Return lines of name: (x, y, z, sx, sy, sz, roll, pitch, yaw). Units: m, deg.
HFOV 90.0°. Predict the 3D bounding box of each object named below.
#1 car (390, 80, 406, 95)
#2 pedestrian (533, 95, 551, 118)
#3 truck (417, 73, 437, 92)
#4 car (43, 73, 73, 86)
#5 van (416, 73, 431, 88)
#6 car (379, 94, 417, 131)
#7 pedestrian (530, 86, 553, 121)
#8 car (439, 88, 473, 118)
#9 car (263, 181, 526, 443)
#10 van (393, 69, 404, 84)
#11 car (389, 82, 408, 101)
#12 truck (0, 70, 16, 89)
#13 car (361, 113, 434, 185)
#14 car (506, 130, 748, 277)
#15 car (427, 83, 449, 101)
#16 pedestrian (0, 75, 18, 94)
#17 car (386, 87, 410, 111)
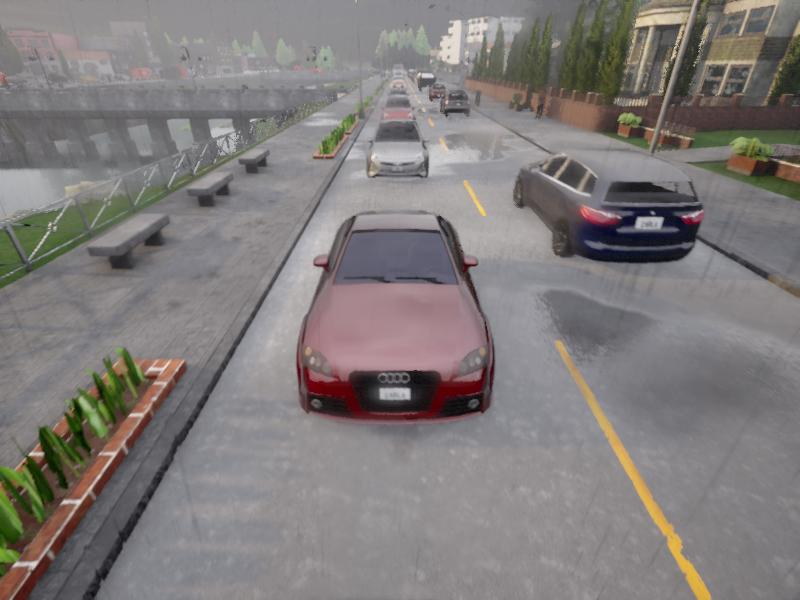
car: (-0.190, -26.412, 49.640, 1.882, 1.535, 5.008, 0, 30, 0)
pedestrian: (9.184, -12.591, 25.993, 0.751, 1.300, 0.751, 2, 30, 4)
truck: (3.789, -30.817, 56.619, 2.390, 2.098, 6.274, 0, 30, 0)
car: (-61.953, -40.027, 72.541, 1.905, 1.878, 3.866, 0, 30, 0)
van: (3.759, -35.841, 65.273, 2.069, 2.038, 4.480, 0, 31, 0)
car: (-0.103, -10.869, 23.073, 2.007, 1.525, 4.514, 0, 30, 0)
pedestrian: (8.642, -12.035, 24.489, 0.751, 1.860, 0.751, -3, 30, -5)
car: (3.879, -14.078, 28.483, 1.851, 1.617, 3.988, 0, 30, 0)
car: (-0.048, -0.321, 5.193, 1.994, 1.385, 4.181, 0, 30, 0)
van: (-0.295, -46.189, 82.565, 2.351, 2.431, 6.366, 0, 30, 0)
car: (-0.164, -21.672, 41.541, 1.845, 1.501, 3.633, 0, 30, 0)
truck: (-61.911, -33.227, 60.317, 2.627, 2.467, 5.204, 0, 30, 0)
car: (-0.074, -5.207, 13.391, 2.007, 1.525, 4.514, 0, 30, 0)
car: (3.939, -2.271, 8.231, 2.242, 1.667, 4.611, 0, 30, 0)
car: (3.836, -21.362, 41.069, 1.816, 1.474, 4.193, 0, 30, 0)
pedestrian: (-43.880, -24.085, 44.781, 0.751, 1.860, 0.751, 3, 30, 5)
car: (-0.137, -16.528, 32.800, 1.816, 1.474, 4.193, 0, 30, 0)
